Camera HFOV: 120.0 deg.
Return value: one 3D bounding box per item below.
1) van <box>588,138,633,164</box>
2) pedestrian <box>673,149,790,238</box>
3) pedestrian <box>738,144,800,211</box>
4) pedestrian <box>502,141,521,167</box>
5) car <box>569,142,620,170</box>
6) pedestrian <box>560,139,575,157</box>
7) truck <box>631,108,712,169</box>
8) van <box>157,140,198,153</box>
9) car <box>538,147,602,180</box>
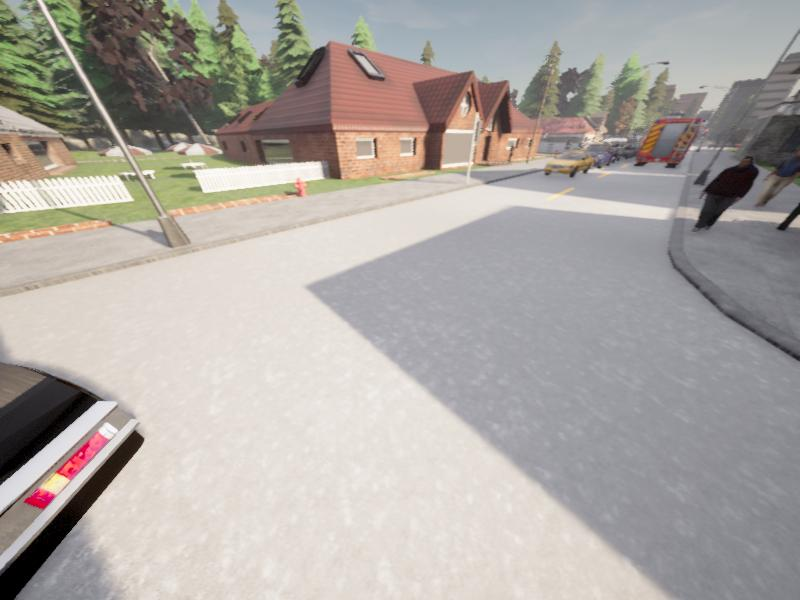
[{"bbox_3d":[21.600,-15.316,23.673,4.480,2.038,2.069,-29,44,-34],"label":"van"},{"bbox_3d":[8.093,-2.640,5.753,0.751,1.860,0.751,-17,38,-22],"label":"pedestrian"},{"bbox_3d":[12.816,-4.095,7.755,0.751,1.860,0.751,-18,39,-23],"label":"pedestrian"},{"bbox_3d":[9.543,-12.582,19.892,0.751,1.860,0.751,-21,40,-26],"label":"pedestrian"},{"bbox_3d":[17.013,-12.649,20.159,4.553,1.767,2.097,-29,44,-34],"label":"car"},{"bbox_3d":[20.978,-19.087,28.981,0.751,1.860,0.751,-29,44,-34],"label":"pedestrian"},{"bbox_3d":[24.531,-14.505,20.927,8.468,3.827,2.891,-29,44,-34],"label":"truck"},{"bbox_3d":[-52.515,-36.256,54.570,6.366,2.431,2.351,-29,44,-34],"label":"van"},{"bbox_3d":[12.014,-9.723,16.254,5.366,1.575,1.801,-28,43,-33],"label":"car"}]
